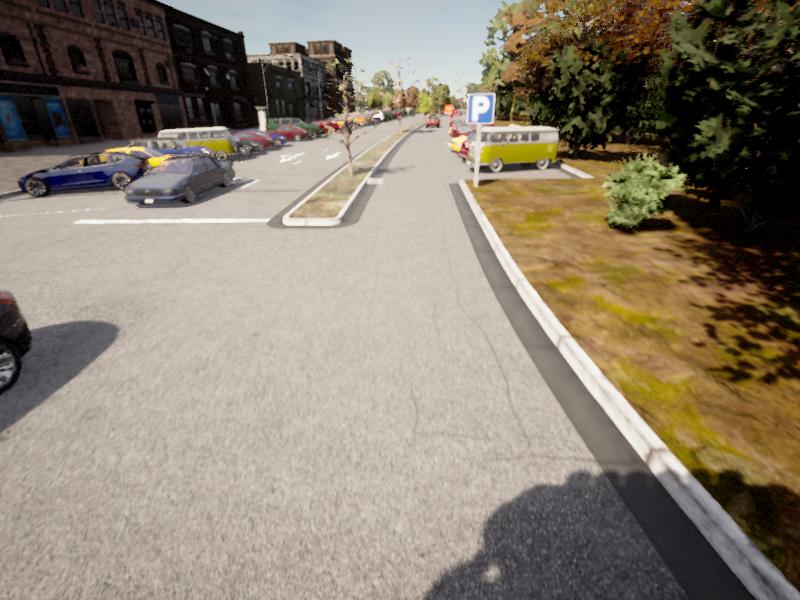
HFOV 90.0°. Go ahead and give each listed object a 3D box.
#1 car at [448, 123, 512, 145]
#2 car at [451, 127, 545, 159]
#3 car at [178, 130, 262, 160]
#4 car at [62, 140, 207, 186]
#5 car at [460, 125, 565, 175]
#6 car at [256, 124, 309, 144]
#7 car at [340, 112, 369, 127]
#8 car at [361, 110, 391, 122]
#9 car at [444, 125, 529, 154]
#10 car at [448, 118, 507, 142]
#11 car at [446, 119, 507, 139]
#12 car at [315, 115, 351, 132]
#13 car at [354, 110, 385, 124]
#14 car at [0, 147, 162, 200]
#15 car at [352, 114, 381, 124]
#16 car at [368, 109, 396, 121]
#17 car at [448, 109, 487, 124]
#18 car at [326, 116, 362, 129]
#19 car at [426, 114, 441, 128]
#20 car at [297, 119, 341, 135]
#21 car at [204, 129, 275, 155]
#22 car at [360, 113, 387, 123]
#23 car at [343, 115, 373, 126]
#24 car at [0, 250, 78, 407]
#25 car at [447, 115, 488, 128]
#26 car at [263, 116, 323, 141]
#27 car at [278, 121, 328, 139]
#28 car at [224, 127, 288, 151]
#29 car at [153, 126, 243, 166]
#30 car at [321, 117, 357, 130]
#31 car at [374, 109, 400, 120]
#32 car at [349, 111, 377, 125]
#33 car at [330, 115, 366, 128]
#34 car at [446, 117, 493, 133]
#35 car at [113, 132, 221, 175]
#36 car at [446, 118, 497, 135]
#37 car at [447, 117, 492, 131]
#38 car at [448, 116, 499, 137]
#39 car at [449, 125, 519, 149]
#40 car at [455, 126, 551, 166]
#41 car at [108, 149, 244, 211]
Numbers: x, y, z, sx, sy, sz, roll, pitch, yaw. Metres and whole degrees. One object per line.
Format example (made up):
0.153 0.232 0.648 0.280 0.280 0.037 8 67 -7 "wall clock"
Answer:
6.589 -13.750 33.094 4.674 1.452 2.002 -7 27 -13 "car"
6.098 -9.903 25.171 5.366 1.575 1.946 -7 27 -14 "car"
-12.249 -10.725 27.631 4.892 1.521 2.231 -9 27 -14 "car"
-12.630 -6.775 19.556 5.366 1.575 1.946 -9 27 -15 "car"
5.445 -7.457 19.690 4.442 1.987 1.878 -8 27 -15 "car"
-11.232 -15.997 38.453 4.674 1.452 2.002 -8 27 -12 "car"
-7.406 -29.482 65.245 4.442 1.987 1.878 -7 26 -10 "car"
-4.870 -37.377 81.209 5.566 2.045 2.435 -7 27 -9 "car"
5.951 -11.158 27.728 5.366 1.575 1.946 -7 27 -14 "car"
6.821 -15.198 35.663 4.553 1.767 2.185 -7 27 -13 "car"
7.308 -16.415 38.410 5.366 1.575 1.946 -7 27 -13 "car"
-9.168 -24.095 54.545 4.553 1.767 2.185 -7 27 -11 "car"
-5.765 -34.749 75.881 5.566 2.045 2.435 -7 27 -9 "car"
-13.139 -5.403 16.867 4.792 1.488 2.163 -9 27 -15 "car"
-6.181 -33.214 73.334 5.008 1.535 2.097 -7 26 -9 "car"
-3.923 -40.018 86.560 5.566 2.045 2.435 -7 26 -9 "car"
10.840 -29.624 64.650 5.566 2.045 2.435 -6 26 -10 "car"
-8.383 -26.627 59.972 5.008 1.535 2.097 -7 26 -10 "car"
4.798 -25.737 57.479 1.851 1.617 3.988 2 26 8 "car"
-9.938 -21.334 49.219 5.008 1.535 2.097 -8 27 -11 "car"
-12.012 -12.017 30.349 4.674 1.452 2.002 -9 27 -13 "car"
-5.286 -35.843 78.665 5.008 1.535 2.097 -7 26 -9 "car"
-7.099 -30.550 68.000 4.792 1.488 2.163 -7 27 -10 "car"
-5.672 1.030 3.166 2.163 1.488 4.792 0 24 1 "car"
9.151 -24.193 54.208 5.008 1.535 2.097 -6 26 -11 "car"
-10.922 -17.592 41.038 5.566 2.045 2.435 -8 26 -12 "car"
-10.632 -18.687 43.837 5.008 1.535 2.097 -8 26 -12 "car"
-11.776 -13.345 33.056 4.674 1.452 2.002 -9 26 -13 "car"
-12.346 -9.620 24.856 4.442 1.987 1.878 -9 27 -14 "car"
-8.775 -25.304 57.287 4.892 1.521 2.231 -7 27 -10 "car"
-3.023 -42.648 91.893 5.566 2.045 2.435 -7 26 -9 "car"
-6.520 -32.117 70.590 4.442 1.987 1.878 -7 26 -9 "car"
-8.128 -27.923 62.609 5.366 1.575 1.946 -7 27 -10 "car"
8.036 -20.261 46.296 4.792 1.488 2.163 -6 27 -12 "car"
-12.672 -8.180 22.157 4.553 1.767 2.185 -9 27 -14 "car"
7.729 -18.993 43.655 5.008 1.535 2.097 -6 27 -12 "car"
8.446 -21.572 48.957 4.792 1.488 2.163 -6 26 -11 "car"
7.454 -17.805 40.959 4.553 1.767 2.185 -7 27 -12 "car"
6.349 -12.447 30.446 4.674 1.452 2.002 -7 27 -14 "car"
5.696 -8.683 22.412 4.553 1.767 2.185 -8 27 -14 "car"
-8.218 -4.794 15.489 2.033 1.411 5.357 0 26 3 "car"
